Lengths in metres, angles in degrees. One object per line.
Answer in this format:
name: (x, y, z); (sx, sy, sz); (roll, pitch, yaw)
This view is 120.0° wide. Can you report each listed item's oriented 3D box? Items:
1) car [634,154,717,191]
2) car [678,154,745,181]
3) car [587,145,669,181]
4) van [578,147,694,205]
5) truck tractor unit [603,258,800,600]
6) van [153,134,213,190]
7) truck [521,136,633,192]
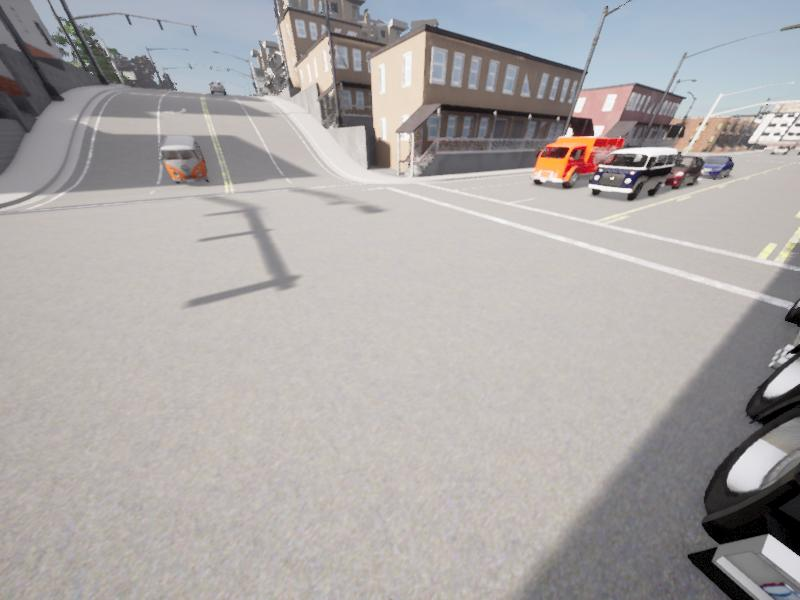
car: (16.622, -7.779, 13.967); (3.988, 1.617, 1.851); (-19, 39, -25)
car: (23.569, -10.063, 17.467); (4.674, 1.442, 1.812); (-19, 39, -25)
car: (17.207, -10.475, 17.468); (5.566, 2.045, 2.150); (-19, 39, -25)
van: (11.365, -6.172, 11.221); (4.480, 2.038, 2.069); (-19, 39, -25)
truck tractor unit: (5.103, -0.307, 0.800); (6.516, 4.208, 3.053); (-19, 39, -25)
van: (-13.131, -8.605, 14.211); (1.775, 1.987, 4.442); (-20, 48, -26)
truck: (10.526, -8.313, 13.918); (5.204, 2.467, 2.627); (-18, 39, -24)
